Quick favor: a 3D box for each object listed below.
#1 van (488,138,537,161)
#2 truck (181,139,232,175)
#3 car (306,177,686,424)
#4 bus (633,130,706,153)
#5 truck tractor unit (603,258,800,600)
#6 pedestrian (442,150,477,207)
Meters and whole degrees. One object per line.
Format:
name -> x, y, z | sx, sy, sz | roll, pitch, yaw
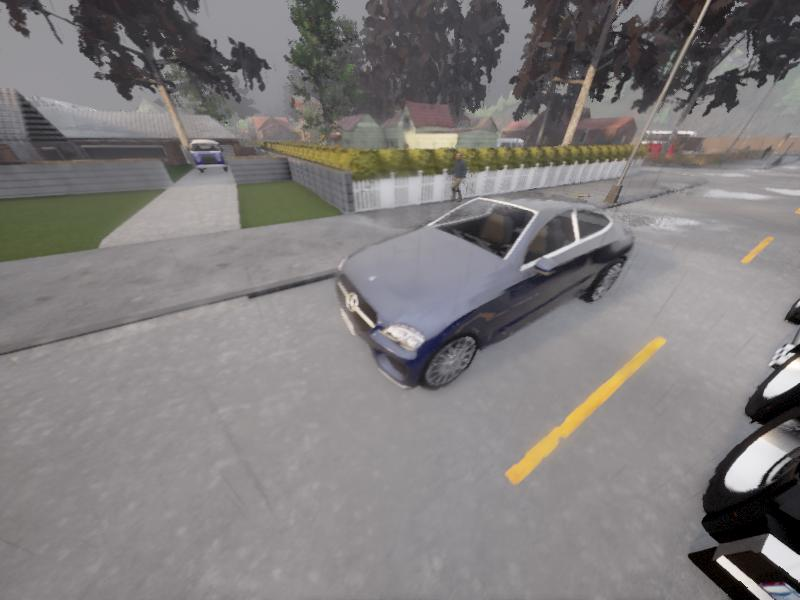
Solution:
van -> 15.852, -21.604, 33.043 | 1.988, 2.561, 5.915 | -18, 39, -25
truck -> -14.401, -10.947, 17.547 | 2.069, 2.038, 4.478 | -18, 39, -25
car -> 1.547, -0.706, 3.620 | 5.027, 1.651, 2.152 | -18, 39, -25
bus -> 65.484, -38.827, 56.719 | 3.944, 4.253, 10.273 | -18, 39, -25
truck tractor unit -> 5.103, -0.308, 0.798 | 6.516, 4.208, 3.053 | -19, 39, -25
pedestrian -> 2.251, -4.729, 8.989 | 0.751, 1.860, 0.751 | -18, 39, -24
